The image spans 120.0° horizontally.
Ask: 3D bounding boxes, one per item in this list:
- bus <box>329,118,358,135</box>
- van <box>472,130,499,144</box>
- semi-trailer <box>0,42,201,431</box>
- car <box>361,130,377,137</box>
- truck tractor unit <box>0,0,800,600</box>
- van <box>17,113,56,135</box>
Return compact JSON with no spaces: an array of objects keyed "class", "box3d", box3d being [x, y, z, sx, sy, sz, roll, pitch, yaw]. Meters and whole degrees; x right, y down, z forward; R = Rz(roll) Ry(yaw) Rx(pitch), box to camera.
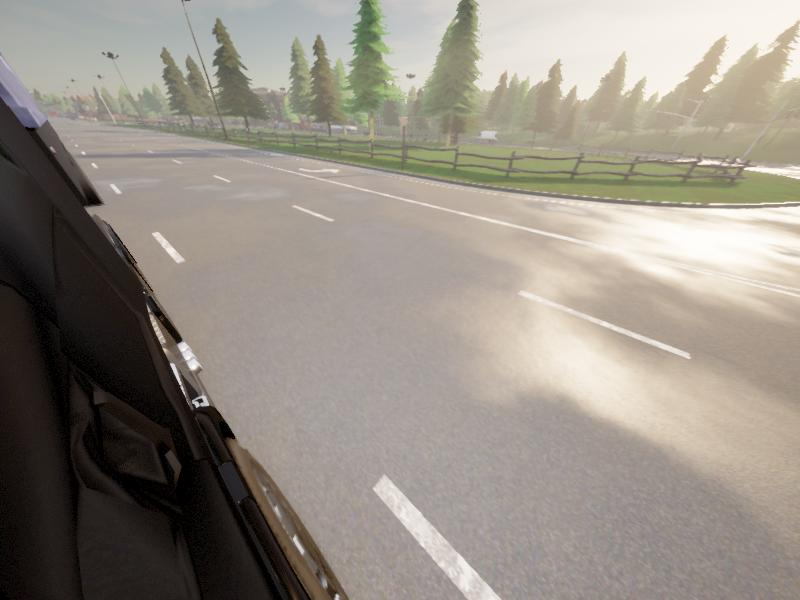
[{"class":"bus","box3d":[-19.317,-59.381,78.972,10.273,4.253,3.944,28,43,30]},{"class":"van","box3d":[21.972,-42.170,59.778,5.915,2.561,1.988,28,43,30]},{"class":"semi-trailer","box3d":[-8.696,-3.591,4.251,14.254,4.402,2.717,28,43,30]},{"class":"car","box3d":[-9.917,-53.246,73.745,5.027,1.651,2.152,28,43,30]},{"class":"truck tractor unit","box3d":[-2.645,-0.295,0.351,6.516,4.208,3.053,28,44,30]},{"class":"van","box3d":[-44.893,-21.829,28.607,4.442,1.987,1.775,28,43,30]}]
